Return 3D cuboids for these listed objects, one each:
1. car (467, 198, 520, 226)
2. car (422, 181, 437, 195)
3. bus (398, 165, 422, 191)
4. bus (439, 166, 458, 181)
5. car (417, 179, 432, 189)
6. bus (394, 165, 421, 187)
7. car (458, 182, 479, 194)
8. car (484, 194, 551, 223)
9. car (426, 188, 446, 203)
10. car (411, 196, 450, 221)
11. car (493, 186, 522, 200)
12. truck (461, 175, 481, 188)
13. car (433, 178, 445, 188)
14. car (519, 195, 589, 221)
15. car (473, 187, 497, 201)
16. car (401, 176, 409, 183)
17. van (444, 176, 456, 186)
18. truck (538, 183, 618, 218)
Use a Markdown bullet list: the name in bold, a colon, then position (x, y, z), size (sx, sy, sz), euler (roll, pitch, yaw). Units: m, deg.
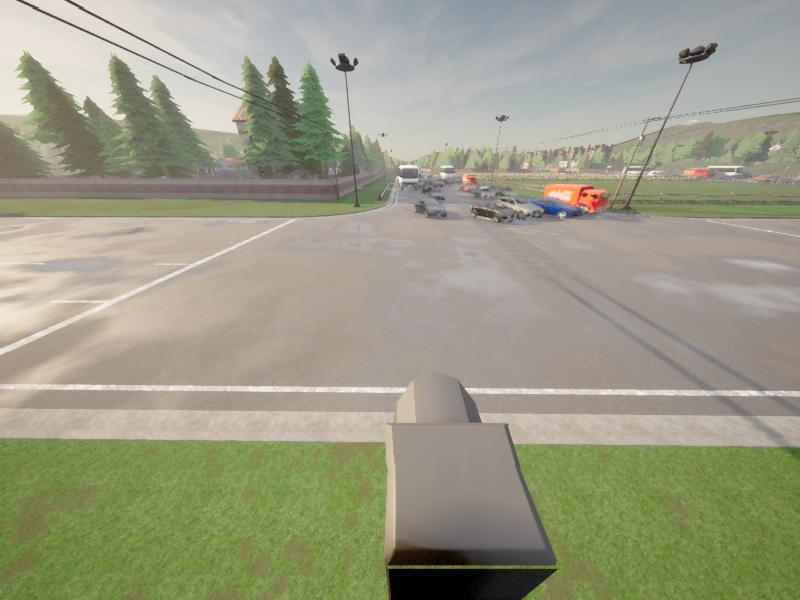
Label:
- **car**: position (7.669, -7.452, 19.362), size (1.789, 1.549, 3.705), euler (-15, 33, -24)
- **car**: position (4.807, -18.731, 38.555), size (1.905, 1.878, 3.866), euler (0, 30, 0)
- **bus**: position (1.765, -24.706, 46.550), size (3.944, 4.253, 10.273), euler (-1, 30, -1)
- **bus**: position (15.623, -41.735, 76.048), size (3.944, 4.253, 10.273), euler (0, 30, 0)
- **car**: position (5.243, -24.445, 48.678), size (2.242, 1.667, 4.611), euler (8, 31, 14)
- **bus**: position (2.026, -29.739, 55.269), size (3.944, 4.253, 10.273), euler (8, 31, 14)
- **car**: position (11.830, -19.572, 40.238), size (2.242, 1.667, 4.611), euler (0, 30, 0)
- **car**: position (10.391, -8.439, 21.000), size (2.152, 1.651, 5.027), euler (-12, 32, -20)
- **car**: position (4.834, -14.198, 31.230), size (1.994, 1.385, 4.181), euler (0, 30, -1)
- **car**: position (2.663, -8.569, 21.403), size (1.812, 1.442, 4.674), euler (-9, 31, -14)
- **car**: position (15.298, -15.471, 33.276), size (2.007, 1.525, 4.514), euler (0, 30, 0)
- **truck**: position (15.381, -26.073, 50.708), size (2.627, 2.467, 5.204), euler (0, 30, 0)
- **car**: position (8.513, -26.021, 51.408), size (2.242, 1.667, 4.611), euler (2, 30, 4)
- **car**: position (14.052, -8.676, 21.495), size (1.882, 1.535, 5.008), euler (-16, 34, -24)
- **car**: position (11.790, -14.885, 32.310), size (1.970, 1.475, 3.806), euler (0, 30, 0)
- **car**: position (1.464, -35.795, 68.336), size (2.242, 1.667, 4.611), euler (0, 30, 0)
- **van**: position (11.903, -28.615, 55.583), size (1.775, 1.987, 4.442), euler (0, 30, 0)
- **truck**: position (17.195, -9.964, 22.792), size (2.627, 2.467, 5.204), euler (-17, 34, -24)
